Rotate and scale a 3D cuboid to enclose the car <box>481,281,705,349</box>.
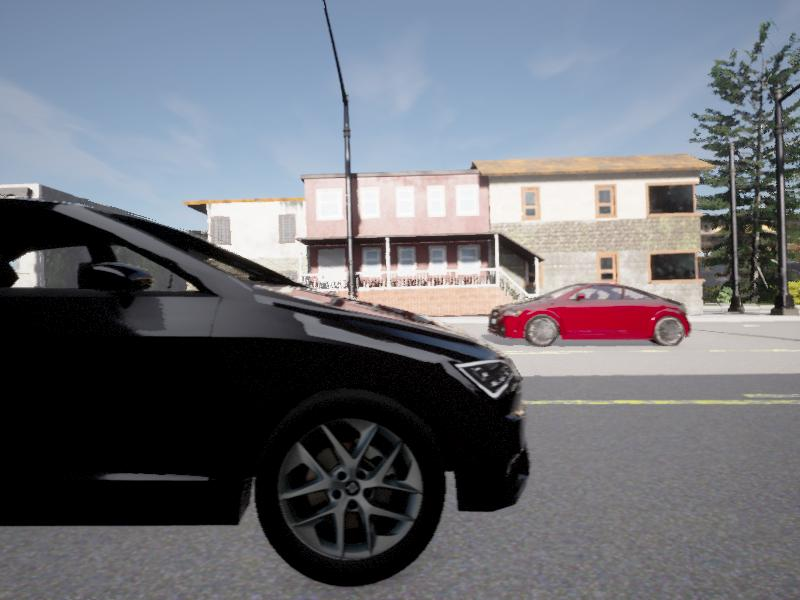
[{"bbox_3d":[4.171,0.303,9.203,4.181,1.385,1.994,0,0,0],"label":"car"}]

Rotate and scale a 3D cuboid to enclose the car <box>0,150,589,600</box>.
[{"bbox_3d":[-1.488,0.259,2.199,4.193,1.474,1.816,0,0,0],"label":"car"}]

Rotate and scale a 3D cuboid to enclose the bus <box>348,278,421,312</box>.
[{"bbox_3d":[-2.331,-0.523,54.500,3.944,4.253,10.273,-2,0,-43],"label":"bus"}]

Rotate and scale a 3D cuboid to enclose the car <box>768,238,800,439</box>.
[{"bbox_3d":[5.203,0.263,2.208,4.674,1.442,1.812,0,0,0],"label":"car"}]
